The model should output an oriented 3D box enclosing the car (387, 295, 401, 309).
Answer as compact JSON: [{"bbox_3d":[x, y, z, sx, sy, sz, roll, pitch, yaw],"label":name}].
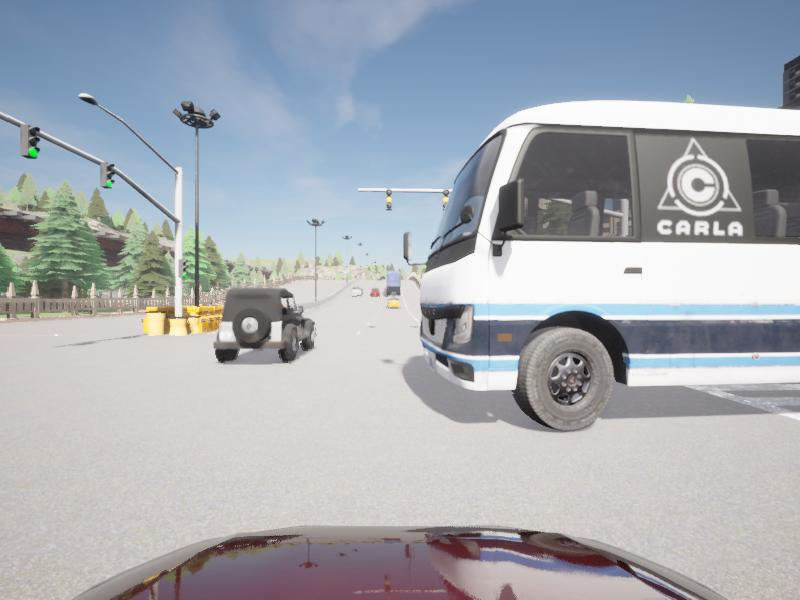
[{"bbox_3d":[-0.860,0.241,56.722,1.801,1.575,5.366,0,4,-1],"label":"car"}]

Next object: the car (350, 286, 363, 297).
[{"bbox_3d":[-8.220,-1.706,75.959,2.152,1.651,5.027,0,7,-1],"label":"car"}]

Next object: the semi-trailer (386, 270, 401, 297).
[{"bbox_3d":[-1.285,-3.548,79.821,2.717,4.402,14.254,0,7,-1],"label":"semi-trailer"}]

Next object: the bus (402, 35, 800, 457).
[{"bbox_3d":[5.336,-0.533,6.485,10.273,4.253,3.944,0,0,-6],"label":"bus"}]

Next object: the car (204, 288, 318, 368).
[{"bbox_3d":[-3.647,0.646,11.259,1.905,1.878,3.866,0,0,-1],"label":"car"}]
